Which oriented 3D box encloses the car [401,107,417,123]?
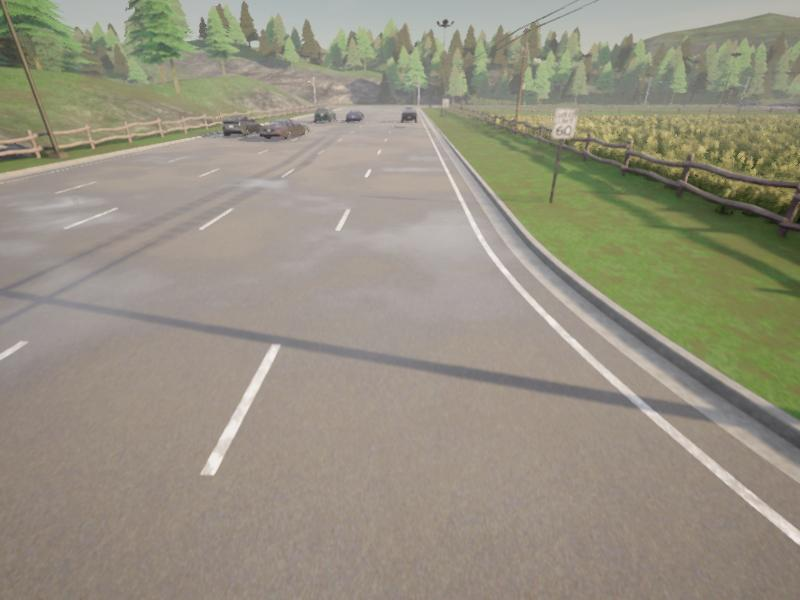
[{"bbox_3d":[1.186,-23.697,51.153,1.930,1.638,5.238,1,27,1],"label":"car"}]

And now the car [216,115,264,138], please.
[{"bbox_3d":[-13.248,-14.583,33.478,2.007,1.525,4.514,1,27,1],"label":"car"}]

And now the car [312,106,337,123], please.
[{"bbox_3d":[-9.342,-23.223,50.061,2.097,1.767,4.553,1,27,1],"label":"car"}]

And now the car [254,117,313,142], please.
[{"bbox_3d":[-8.977,-13.428,31.366,2.033,1.411,5.357,6,28,11],"label":"car"}]

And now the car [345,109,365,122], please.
[{"bbox_3d":[-5.798,-23.910,51.869,1.994,1.385,4.181,1,27,1],"label":"car"}]
